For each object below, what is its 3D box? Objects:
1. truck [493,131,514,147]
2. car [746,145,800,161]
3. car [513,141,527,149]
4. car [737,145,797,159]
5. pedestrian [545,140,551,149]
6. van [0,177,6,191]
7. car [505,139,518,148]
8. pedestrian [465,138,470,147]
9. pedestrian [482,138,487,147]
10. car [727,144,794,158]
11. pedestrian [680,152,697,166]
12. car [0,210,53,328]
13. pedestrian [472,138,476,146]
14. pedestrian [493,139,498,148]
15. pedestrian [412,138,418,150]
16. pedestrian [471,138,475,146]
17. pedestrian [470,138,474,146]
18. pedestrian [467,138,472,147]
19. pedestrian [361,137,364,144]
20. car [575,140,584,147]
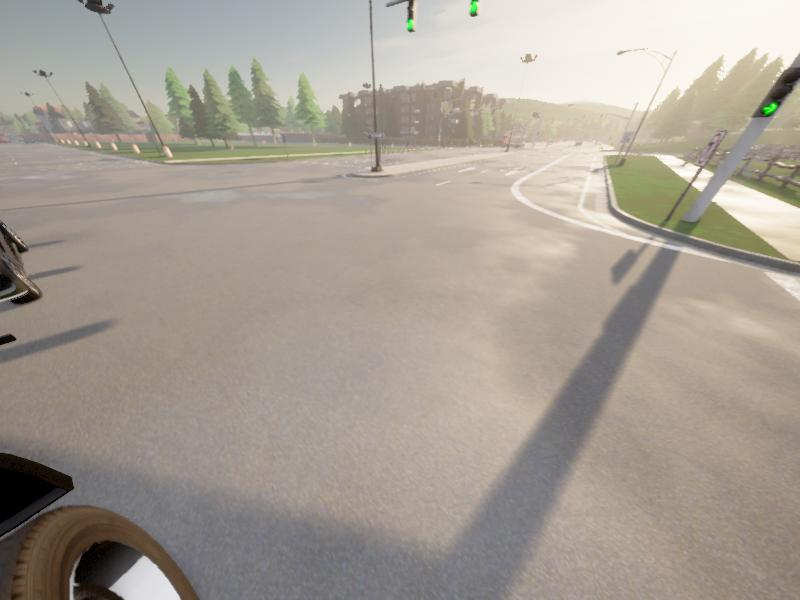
[{"bbox_3d":[30.863,-47.871,68.710,2.891,3.827,8.468,22,41,28],"label":"truck"},{"bbox_3d":[51.201,-19.724,30.920,4.856,1.649,2.033,22,41,28],"label":"car"},{"bbox_3d":[31.084,-40.054,59.654,1.837,1.490,4.892,23,41,28],"label":"car"},{"bbox_3d":[52.900,-21.490,33.454,3.988,1.617,1.851,22,41,28],"label":"car"},{"bbox_3d":[37.081,-39.062,57.962,0.751,1.860,0.751,18,39,24],"label":"pedestrian"},{"bbox_3d":[-21.675,-6.512,11.211,4.442,1.987,1.775,22,41,28],"label":"van"},{"bbox_3d":[31.185,-43.792,64.634,1.905,1.878,3.866,22,41,28],"label":"car"},{"bbox_3d":[18.813,-44.072,64.618,0.751,1.860,0.751,22,41,28],"label":"pedestrian"},{"bbox_3d":[23.632,-44.268,64.910,0.751,1.860,0.751,24,41,29],"label":"pedestrian"},{"bbox_3d":[55.248,-22.996,35.598,5.027,1.651,2.152,22,41,28],"label":"car"},{"bbox_3d":[26.536,-12.966,21.265,0.500,1.100,0.500,25,42,31],"label":"pedestrian"},{"bbox_3d":[-8.123,-0.835,3.607,5.027,1.651,2.152,22,41,28],"label":"car"},{"bbox_3d":[21.120,-45.042,66.014,0.751,1.860,0.751,22,41,28],"label":"pedestrian"},{"bbox_3d":[25.915,-42.589,62.846,0.751,1.860,0.751,22,41,28],"label":"pedestrian"},{"bbox_3d":[3.019,-31.651,46.870,0.751,1.860,0.751,25,42,31],"label":"pedestrian"},{"bbox_3d":[20.739,-44.726,65.563,0.751,1.860,0.751,17,39,23],"label":"pedestrian"},{"bbox_3d":[20.748,-45.596,66.796,0.751,1.860,0.751,18,39,23],"label":"pedestrian"},{"bbox_3d":[19.374,-43.899,64.378,0.751,1.860,0.751,28,43,33],"label":"pedestrian"},{"bbox_3d":[-14.059,-59.730,86.507,0.751,1.860,0.751,23,41,28],"label":"pedestrian"},{"bbox_3d":[60.848,-53.075,78.262,1.930,1.638,5.238,22,41,28],"label":"car"}]
